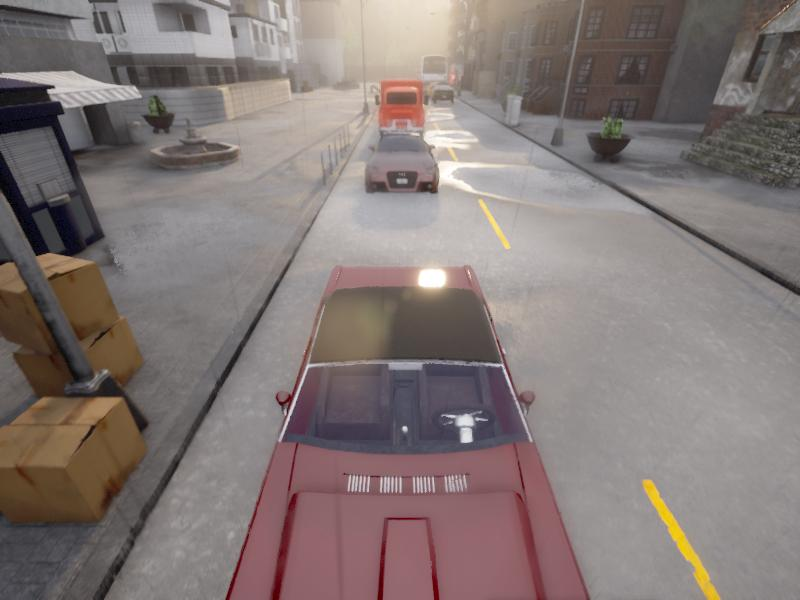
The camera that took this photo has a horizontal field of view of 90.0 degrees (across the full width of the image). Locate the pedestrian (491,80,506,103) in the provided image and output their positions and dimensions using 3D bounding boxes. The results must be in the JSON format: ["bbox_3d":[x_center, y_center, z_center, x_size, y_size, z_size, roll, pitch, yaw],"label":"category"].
[{"bbox_3d":[8.911,-18.864,36.214,0.751,1.860,0.751,-11,32,-17],"label":"pedestrian"}]

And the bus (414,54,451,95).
[{"bbox_3d":[4.041,-29.891,52.976,3.944,4.253,10.273,0,30,0],"label":"bus"}]

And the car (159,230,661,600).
[{"bbox_3d":[0.037,0.880,3.236,1.895,1.301,4.718,0,30,0],"label":"car"}]

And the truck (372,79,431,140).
[{"bbox_3d":[0.080,-9.896,20.530,2.627,2.467,5.204,0,30,0],"label":"truck"}]

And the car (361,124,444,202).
[{"bbox_3d":[0.057,-4.187,11.827,1.994,1.385,4.181,0,30,0],"label":"car"}]

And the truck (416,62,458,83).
[{"bbox_3d":[7.696,-47.964,84.333,8.468,3.827,2.891,0,30,0],"label":"truck"}]

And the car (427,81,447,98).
[{"bbox_3d":[4.140,-24.043,45.655,1.882,1.535,5.008,0,30,0],"label":"car"}]

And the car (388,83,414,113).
[{"bbox_3d":[0.106,-15.919,31.393,1.905,1.878,3.866,0,31,0],"label":"car"}]

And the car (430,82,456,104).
[{"bbox_3d":[4.125,-20.265,39.084,1.930,1.638,5.238,0,30,0],"label":"car"}]
